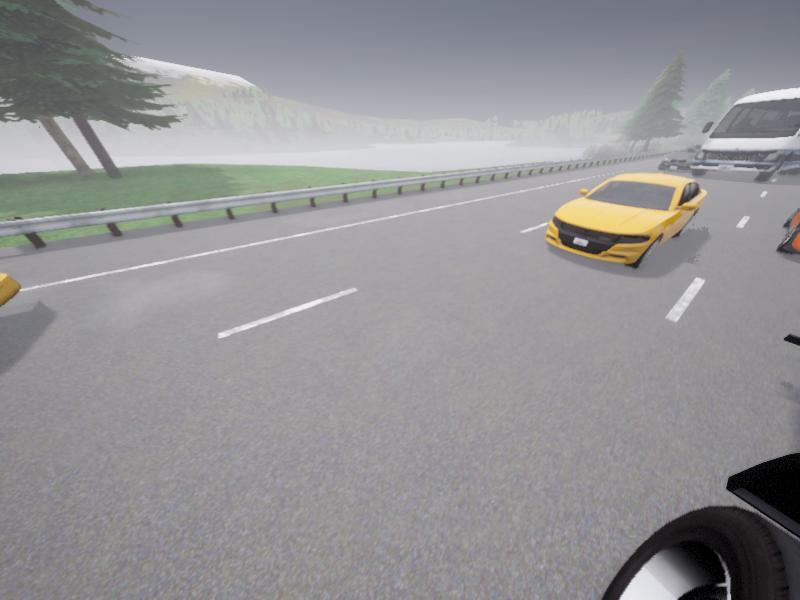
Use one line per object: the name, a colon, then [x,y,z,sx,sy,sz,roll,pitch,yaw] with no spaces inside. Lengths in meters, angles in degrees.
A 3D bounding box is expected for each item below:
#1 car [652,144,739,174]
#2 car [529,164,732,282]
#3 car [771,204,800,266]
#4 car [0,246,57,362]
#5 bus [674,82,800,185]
car: [22.139,-10.659,17.381,4.611,1.667,2.242,-14,37,-19]
car: [5.726,-2.243,5.703,5.008,1.535,1.882,-22,41,-28]
car: [10.600,-1.866,4.904,4.553,1.767,2.097,-22,41,-28]
car: [-7.567,0.668,1.650,5.366,1.575,1.801,-22,41,-28]
bus: [23.548,-10.091,14.330,10.273,4.253,3.944,-15,36,-20]
